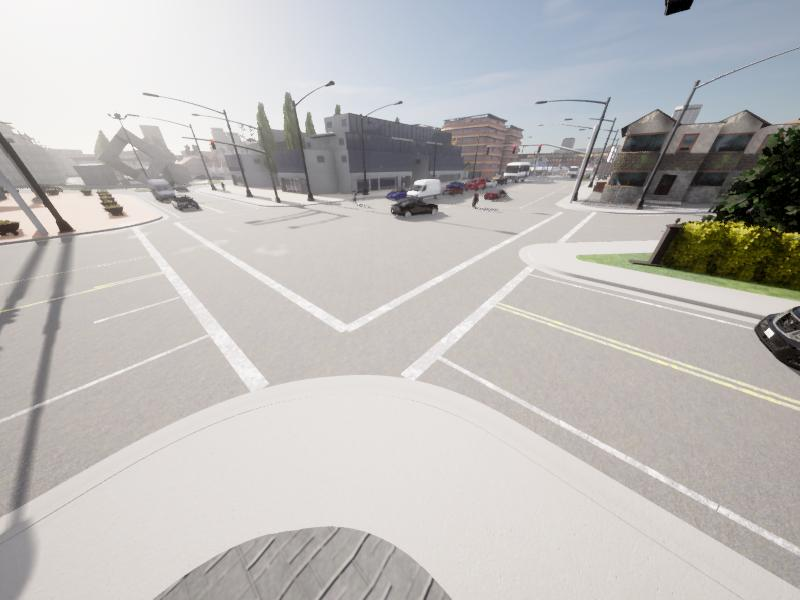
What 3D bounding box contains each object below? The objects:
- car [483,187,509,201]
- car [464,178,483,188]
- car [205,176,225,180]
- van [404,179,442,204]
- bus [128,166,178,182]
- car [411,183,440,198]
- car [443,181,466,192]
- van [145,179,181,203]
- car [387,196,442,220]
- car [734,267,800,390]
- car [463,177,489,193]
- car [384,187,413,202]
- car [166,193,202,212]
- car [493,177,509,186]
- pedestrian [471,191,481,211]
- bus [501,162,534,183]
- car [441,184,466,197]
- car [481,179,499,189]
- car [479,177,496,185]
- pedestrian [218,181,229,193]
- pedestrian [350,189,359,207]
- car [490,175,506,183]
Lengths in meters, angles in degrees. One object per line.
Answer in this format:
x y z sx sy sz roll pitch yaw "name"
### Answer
14.029 -15.491 33.587 1.994 1.385 4.181 23 38 34 "car"
15.635 -24.946 49.229 1.837 1.490 4.892 23 39 34 "car"
-65.494 -43.312 81.920 5.357 1.411 2.033 2 30 3 "car"
3.246 -14.927 31.541 1.988 2.561 5.915 23 37 34 "van"
-79.906 -41.120 75.273 10.273 4.253 3.944 -22 37 -33 "bus"
4.156 -17.840 37.438 1.930 1.638 5.238 22 38 34 "car"
10.419 -21.670 43.896 1.882 1.535 5.008 23 38 34 "car"
-32.997 -15.200 32.101 5.915 2.561 1.988 23 37 34 "van"
1.445 -8.970 22.302 5.008 1.535 1.882 -17 34 -27 "car"
11.035 1.388 3.860 5.566 2.045 2.150 23 37 34 "car"
14.097 -21.382 42.824 2.150 2.045 5.566 23 38 34 "car"
-0.182 -15.144 32.989 1.816 1.474 4.193 23 37 34 "car"
-24.281 -11.043 25.962 4.193 1.474 1.816 23 37 34 "car"
22.601 -26.542 51.635 1.816 1.474 4.193 23 38 34 "car"
8.165 -10.719 24.928 0.751 1.860 0.751 8 31 14 "pedestrian"
29.439 -31.921 57.776 3.944 4.253 10.273 23 38 34 "bus"
8.710 -17.725 37.379 1.812 1.442 4.674 23 38 34 "car"
18.509 -23.919 47.486 1.812 1.442 4.674 23 39 34 "car"
20.489 -27.973 54.171 1.994 1.385 4.181 24 39 35 "car"
-30.715 -19.672 40.181 0.751 1.860 0.751 19 35 29 "pedestrian"
-5.307 -11.999 27.184 0.751 1.860 0.751 1 30 1 "pedestrian"
24.791 -30.757 58.542 1.882 1.535 5.008 23 38 34 "car"
